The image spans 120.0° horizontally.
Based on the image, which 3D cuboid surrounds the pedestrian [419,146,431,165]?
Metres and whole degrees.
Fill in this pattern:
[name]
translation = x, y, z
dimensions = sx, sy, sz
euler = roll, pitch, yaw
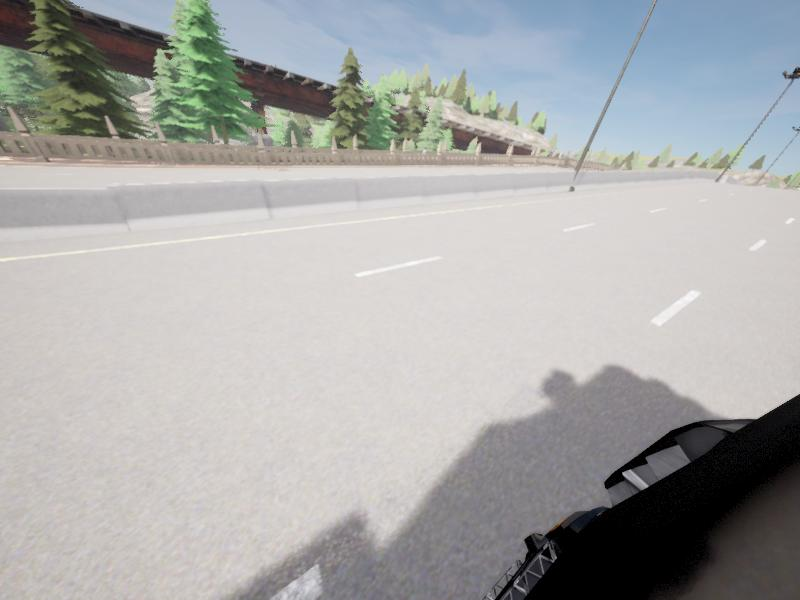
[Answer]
[pedestrian]
translation = 3.002, -17.482, 28.027
dimensions = 0.751, 1.860, 0.751
euler = -10, 36, -29
